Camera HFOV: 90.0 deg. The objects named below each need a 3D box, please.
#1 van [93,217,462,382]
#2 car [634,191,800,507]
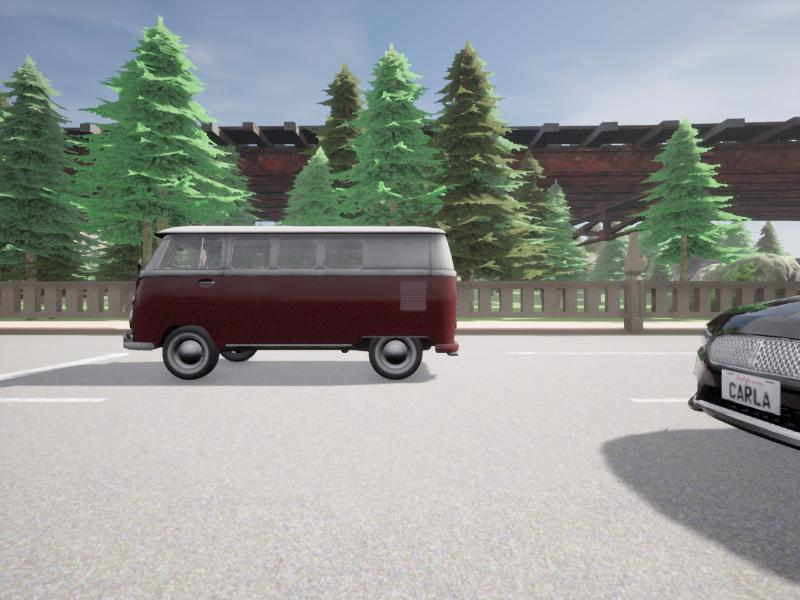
[{"bbox_3d":[-1.470,-0.002,5.700,4.442,1.987,1.775,0,0,0],"label":"van"},{"bbox_3d":[4.363,0.237,2.200,4.902,1.511,2.128,0,0,0],"label":"car"}]
